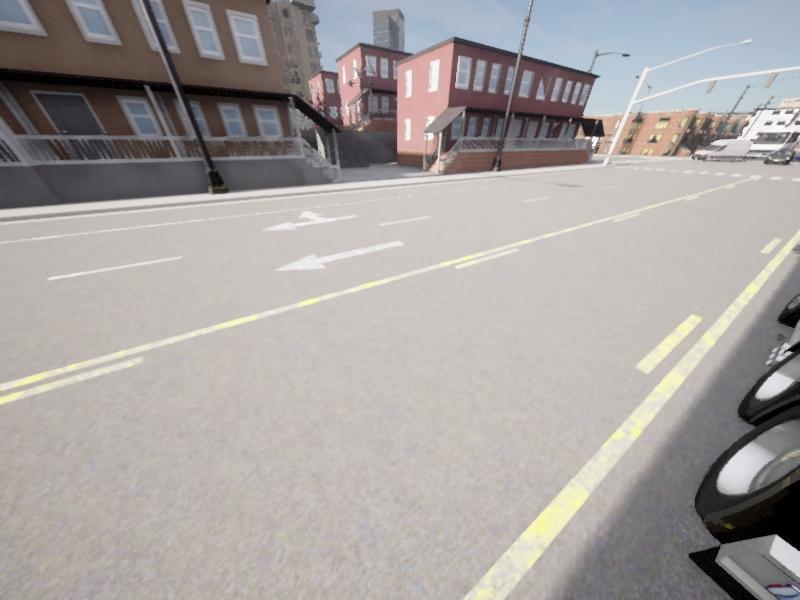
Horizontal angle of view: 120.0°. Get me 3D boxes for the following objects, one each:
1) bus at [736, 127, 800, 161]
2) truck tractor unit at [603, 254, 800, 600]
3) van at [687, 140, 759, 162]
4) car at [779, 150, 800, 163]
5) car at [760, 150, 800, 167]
[{"bbox_3d":[61.407,-25.564,37.947,10.273,4.253,3.944,-18,39,-25],"label":"bus"},{"bbox_3d":[5.116,-0.294,0.805,6.516,4.208,3.053,-18,40,-25],"label":"truck tractor unit"},{"bbox_3d":[46.771,-21.634,33.625,5.915,2.561,1.988,1,36,1],"label":"van"},{"bbox_3d":[58.570,-21.272,34.150,4.193,1.474,1.816,-18,39,-25],"label":"car"},{"bbox_3d":[47.276,-17.639,28.662,3.988,1.617,1.851,-18,39,-25],"label":"car"}]
